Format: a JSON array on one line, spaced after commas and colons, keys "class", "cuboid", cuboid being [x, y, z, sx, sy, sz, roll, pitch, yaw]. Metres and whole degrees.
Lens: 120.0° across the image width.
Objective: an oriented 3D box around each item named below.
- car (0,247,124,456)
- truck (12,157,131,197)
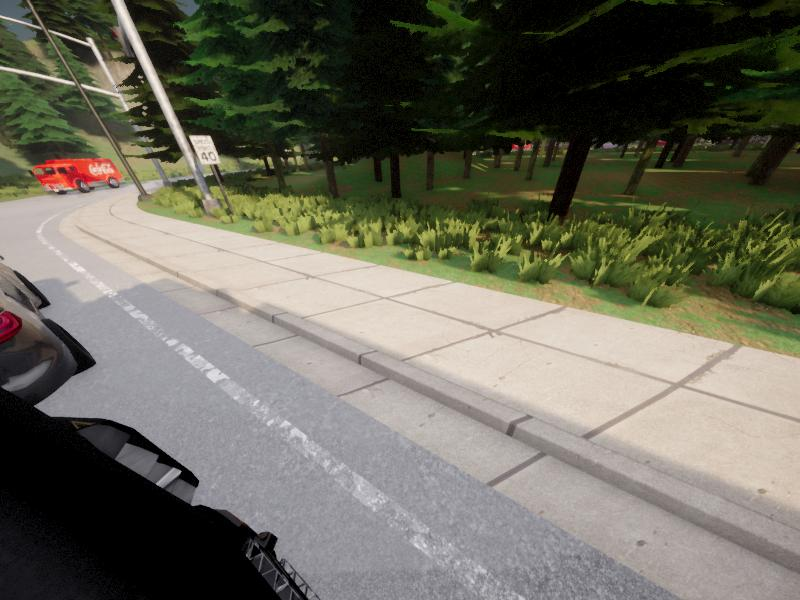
[{"class": "car", "cuboid": [-5.791, 0.288, 2.440, 4.611, 1.667, 2.242, 16, 38, 26]}, {"class": "truck", "cuboid": [-27.891, -10.843, 20.159, 2.627, 2.467, 5.204, -7, 34, -6]}]
